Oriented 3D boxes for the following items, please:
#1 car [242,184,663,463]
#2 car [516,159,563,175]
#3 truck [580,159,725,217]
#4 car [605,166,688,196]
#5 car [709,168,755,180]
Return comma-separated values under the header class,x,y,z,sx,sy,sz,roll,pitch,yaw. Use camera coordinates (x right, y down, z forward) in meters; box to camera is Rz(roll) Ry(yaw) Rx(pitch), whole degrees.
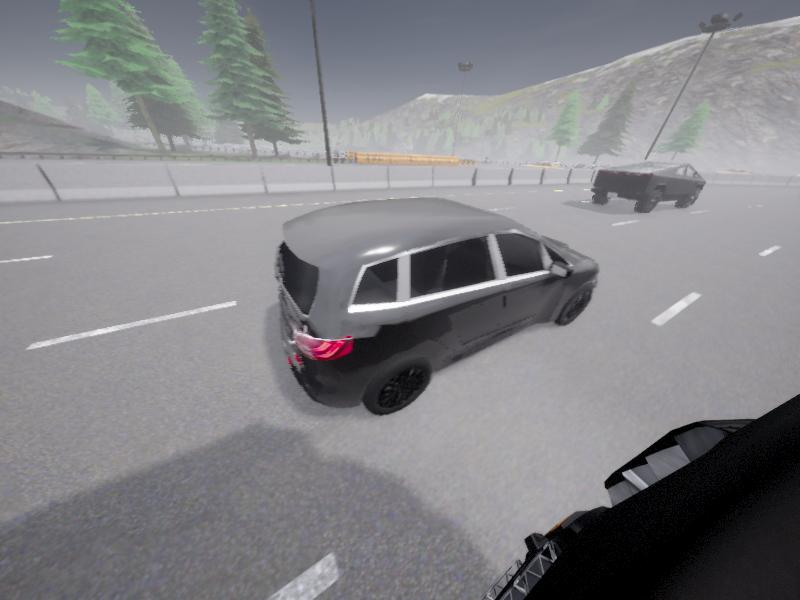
class,x,y,z,sx,sy,sz,roll,pitch,yaw
car,0.767,-0.473,3.220,4.611,1.667,2.242,-16,38,-25
car,17.940,-17.153,29.780,5.366,1.575,1.801,-10,36,-18
truck,12.894,-5.872,11.905,6.274,2.098,2.390,-12,36,-22
car,18.811,-9.145,17.686,4.611,1.667,2.242,-11,36,-19
car,54.957,-20.884,38.289,5.008,1.535,1.882,-2,34,-8
